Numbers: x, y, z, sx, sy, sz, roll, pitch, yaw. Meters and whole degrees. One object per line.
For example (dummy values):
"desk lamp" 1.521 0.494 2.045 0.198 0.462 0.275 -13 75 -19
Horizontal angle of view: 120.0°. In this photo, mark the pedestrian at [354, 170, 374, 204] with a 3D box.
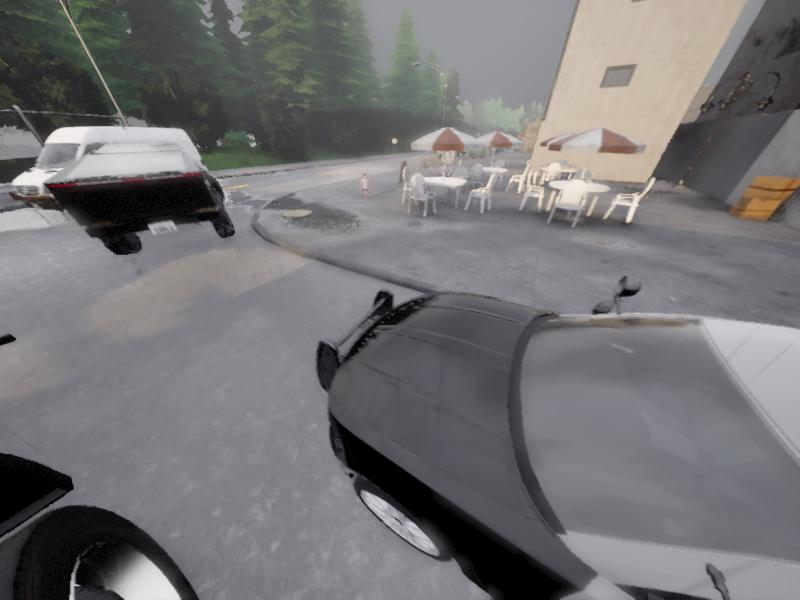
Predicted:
"pedestrian" -1.409 -4.423 9.070 0.500 1.100 0.500 -23 41 -30

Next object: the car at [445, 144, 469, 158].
"car" 8.720 -22.560 34.953 1.882 1.535 5.008 18 39 23

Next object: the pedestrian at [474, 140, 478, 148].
"pedestrian" 22.954 -46.934 69.452 0.751 1.860 0.751 14 37 19

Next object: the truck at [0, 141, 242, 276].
"truck" -6.762 -3.214 6.631 2.390 2.098 6.274 -24 42 -28

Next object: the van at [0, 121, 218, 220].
"van" -11.224 -5.412 9.337 1.988 2.561 5.915 6 35 9

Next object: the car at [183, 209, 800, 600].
"car" 1.745 0.934 1.201 5.238 1.638 1.930 18 39 23
